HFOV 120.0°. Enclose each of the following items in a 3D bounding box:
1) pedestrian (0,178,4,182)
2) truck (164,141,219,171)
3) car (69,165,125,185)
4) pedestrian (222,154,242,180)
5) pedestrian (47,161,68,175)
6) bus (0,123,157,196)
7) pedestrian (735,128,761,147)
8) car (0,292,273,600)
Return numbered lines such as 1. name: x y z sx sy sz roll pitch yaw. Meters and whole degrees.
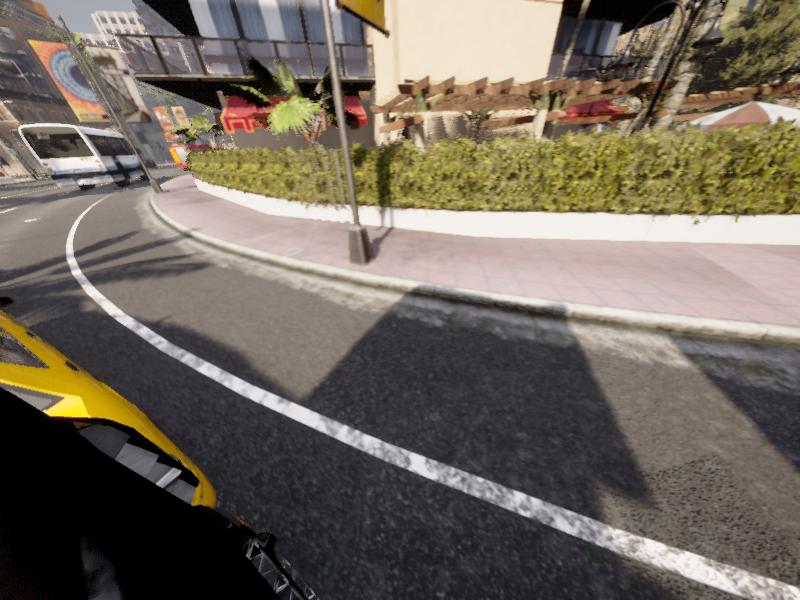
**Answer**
1. pedestrian: -50.319 -15.421 28.245 0.751 1.860 0.751 -13 35 -15
2. truck: -34.639 -24.390 38.969 2.891 3.827 8.468 -11 35 -12
3. car: -32.245 -13.494 24.778 1.970 1.475 3.806 -16 36 -19
4. pedestrian: -14.433 -11.475 19.878 0.751 1.860 0.751 -21 38 -25
5. pedestrian: -53.913 -20.746 36.377 0.751 1.860 0.751 -10 35 -11
6. bus: -26.539 -12.428 20.322 3.944 4.253 10.273 -20 38 -23
7. pedestrian: 42.032 -19.601 27.917 0.751 1.860 0.751 -8 34 -8
8. car: -3.764 0.812 1.531 5.366 1.575 1.801 12 37 21
